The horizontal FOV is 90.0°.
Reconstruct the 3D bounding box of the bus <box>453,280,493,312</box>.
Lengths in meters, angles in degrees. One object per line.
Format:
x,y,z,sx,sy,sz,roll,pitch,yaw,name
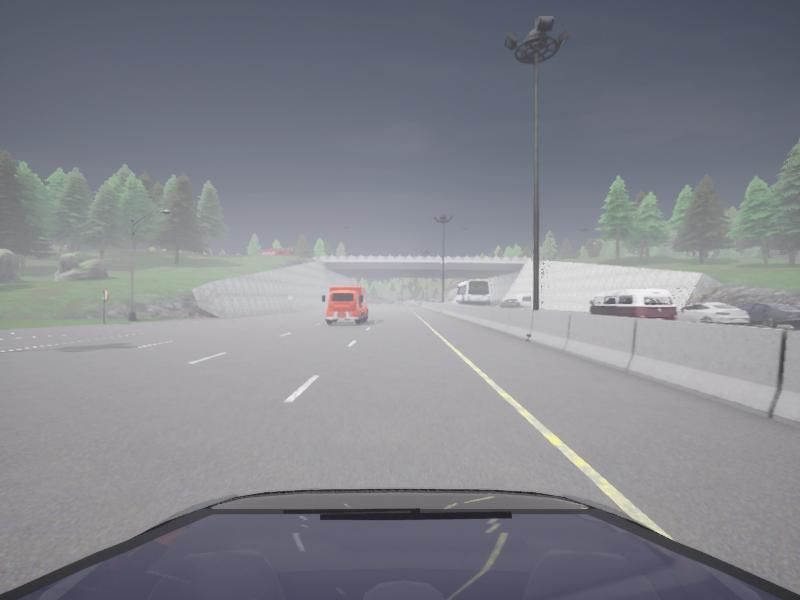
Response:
10.385,-0.560,58.366,3.944,4.253,10.273,0,0,0,bus

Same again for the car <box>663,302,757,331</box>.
17.503,0.860,22.941,1.812,1.442,4.674,0,0,0,car

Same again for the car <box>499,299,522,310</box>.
17.505,0.726,63.568,2.242,1.667,4.611,0,0,0,car

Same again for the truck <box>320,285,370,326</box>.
-3.498,0.345,26.501,2.627,2.467,5.204,0,0,0,truck

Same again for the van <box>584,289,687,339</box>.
10.504,0.563,18.331,2.069,2.038,4.480,0,0,0,van

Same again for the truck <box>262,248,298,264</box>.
-30.927,-11.369,103.166,8.468,3.827,2.891,0,0,0,truck

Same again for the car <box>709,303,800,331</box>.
21.005,0.884,23.195,2.033,1.411,5.357,0,0,0,car

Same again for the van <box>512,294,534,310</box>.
21.010,0.281,68.613,1.988,2.561,5.915,0,0,0,van

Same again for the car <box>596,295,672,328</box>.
14.003,0.641,24.325,1.932,1.855,4.605,0,0,0,car
